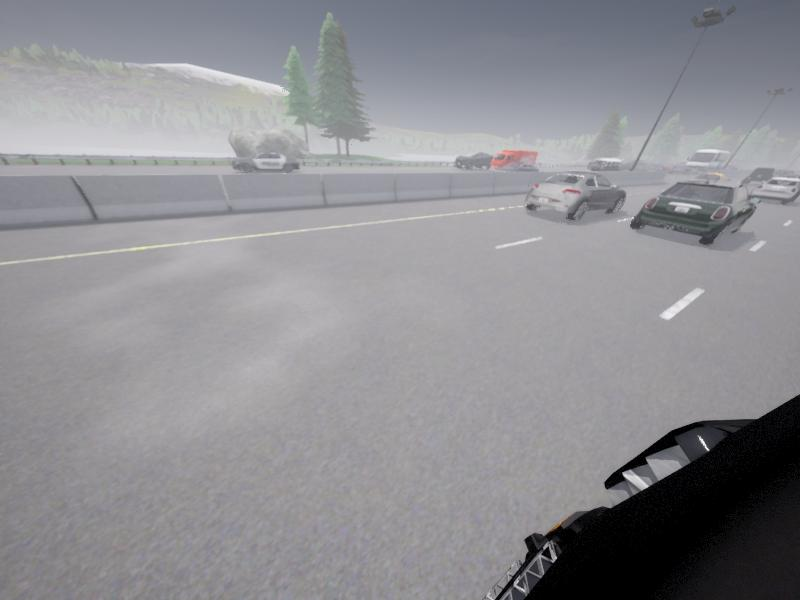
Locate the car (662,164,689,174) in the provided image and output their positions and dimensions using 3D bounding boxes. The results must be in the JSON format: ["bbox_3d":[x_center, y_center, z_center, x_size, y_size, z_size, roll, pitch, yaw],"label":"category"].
[{"bbox_3d":[58.932,-28.055,49.446,5.027,1.651,2.152,-16,38,-26],"label":"car"}]

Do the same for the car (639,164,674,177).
[{"bbox_3d":[41.092,-20.813,37.050,4.902,1.511,2.128,-16,38,-26],"label":"car"}]

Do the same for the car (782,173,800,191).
[{"bbox_3d":[43.703,-12.684,24.855,3.988,1.617,1.851,-16,38,-26],"label":"car"}]

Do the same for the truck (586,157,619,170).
[{"bbox_3d":[41.385,-27.825,47.138,6.274,2.098,2.390,-16,38,-26],"label":"truck"}]

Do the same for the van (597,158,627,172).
[{"bbox_3d":[39.246,-24.961,42.709,4.480,2.038,2.069,-16,38,-26],"label":"van"}]

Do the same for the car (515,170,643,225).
[{"bbox_3d":[7.863,-4.704,10.186,5.027,1.651,2.152,-16,38,-26],"label":"car"}]

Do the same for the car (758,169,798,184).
[{"bbox_3d":[57.521,-18.876,35.162,4.611,1.667,2.242,-16,38,-26],"label":"car"}]

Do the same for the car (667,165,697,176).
[{"bbox_3d":[51.839,-23.835,42.489,5.357,1.411,2.033,-16,38,-26],"label":"car"}]

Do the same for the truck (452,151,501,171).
[{"bbox_3d":[10.493,-19.017,31.591,6.274,2.098,2.390,-16,38,-26],"label":"truck"}]

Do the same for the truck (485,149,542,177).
[{"bbox_3d":[12.605,-15.339,25.846,5.204,2.467,2.627,-16,38,-26],"label":"truck"}]

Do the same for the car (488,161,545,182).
[{"bbox_3d":[11.060,-12.252,21.935,4.902,1.511,2.128,-16,38,-26],"label":"car"}]

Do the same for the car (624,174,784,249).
[{"bbox_3d":[10.702,-3.355,8.194,4.553,1.767,2.097,-16,38,-26],"label":"car"}]

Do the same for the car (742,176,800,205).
[{"bbox_3d":[27.087,-7.894,16.530,3.806,1.475,1.970,-16,38,-26],"label":"car"}]

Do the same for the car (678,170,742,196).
[{"bbox_3d":[25.819,-9.804,19.233,5.366,1.575,1.801,-16,38,-26],"label":"car"}]

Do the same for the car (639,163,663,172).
[{"bbox_3d":[55.508,-29.355,51.061,4.514,1.525,2.007,-16,38,-26],"label":"car"}]

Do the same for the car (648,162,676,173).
[{"bbox_3d":[51.917,-26.241,45.789,4.553,1.767,2.097,-16,38,-26],"label":"car"}]

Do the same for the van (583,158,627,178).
[{"bbox_3d":[25.903,-16.698,29.260,4.480,2.038,2.069,-15,37,-26],"label":"van"}]

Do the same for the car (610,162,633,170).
[{"bbox_3d":[49.072,-29.688,51.234,4.718,1.301,1.895,-16,38,-26],"label":"car"}]

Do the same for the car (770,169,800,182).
[{"bbox_3d":[65.787,-21.223,39.329,4.856,1.649,2.033,-16,38,-26],"label":"car"}]

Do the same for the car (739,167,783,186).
[{"bbox_3d":[44.975,-15.392,28.784,3.866,1.878,1.905,-16,38,-26],"label":"car"}]

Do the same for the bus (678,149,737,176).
[{"bbox_3d":[62.121,-27.860,46.731,10.273,4.253,3.944,-16,38,-26],"label":"bus"}]

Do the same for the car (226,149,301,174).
[{"bbox_3d":[-10.987,-11.457,19.126,4.974,1.542,2.038,-9,35,-18],"label":"car"}]

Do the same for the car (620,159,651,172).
[{"bbox_3d":[48.100,-27.484,47.166,5.566,2.045,2.150,-16,38,-26],"label":"car"}]

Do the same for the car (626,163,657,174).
[{"bbox_3d":[43.498,-23.735,41.626,4.974,1.542,2.038,-16,38,-26],"label":"car"}]
